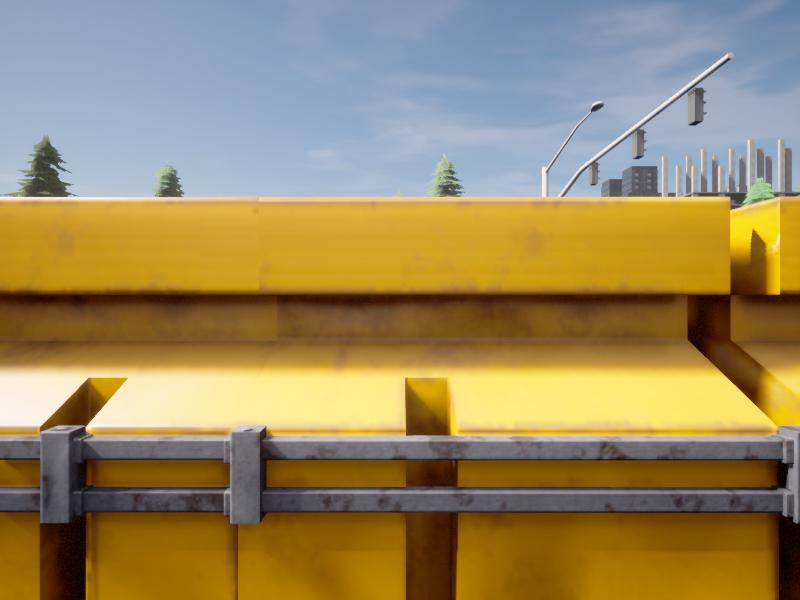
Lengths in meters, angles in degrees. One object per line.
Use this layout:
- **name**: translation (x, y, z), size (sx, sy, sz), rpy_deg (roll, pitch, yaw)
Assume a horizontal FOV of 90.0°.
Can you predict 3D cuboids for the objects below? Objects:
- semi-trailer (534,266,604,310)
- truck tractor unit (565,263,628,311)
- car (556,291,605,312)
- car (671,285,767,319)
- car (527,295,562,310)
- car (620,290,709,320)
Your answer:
- **semi-trailer**: translation (19.104, -1.222, 46.757), size (2.717, 4.402, 14.254), rpy_deg (0, 0, 2)
- **truck tractor unit**: translation (18.791, -1.127, 38.854), size (3.053, 4.208, 6.516), rpy_deg (0, 0, 2)
- **car**: translation (15.124, 0.168, 33.871), size (1.930, 1.638, 5.238), rpy_deg (0, 0, 2)
- **car**: translation (18.317, 0.091, 23.319), size (2.097, 1.767, 4.553), rpy_deg (0, 0, 2)
- **car**: translation (15.410, 0.223, 42.971), size (2.038, 1.542, 4.974), rpy_deg (0, 0, 2)
- **car**: translation (14.609, 0.234, 22.513), size (2.128, 1.511, 4.902), rpy_deg (0, 0, 5)
